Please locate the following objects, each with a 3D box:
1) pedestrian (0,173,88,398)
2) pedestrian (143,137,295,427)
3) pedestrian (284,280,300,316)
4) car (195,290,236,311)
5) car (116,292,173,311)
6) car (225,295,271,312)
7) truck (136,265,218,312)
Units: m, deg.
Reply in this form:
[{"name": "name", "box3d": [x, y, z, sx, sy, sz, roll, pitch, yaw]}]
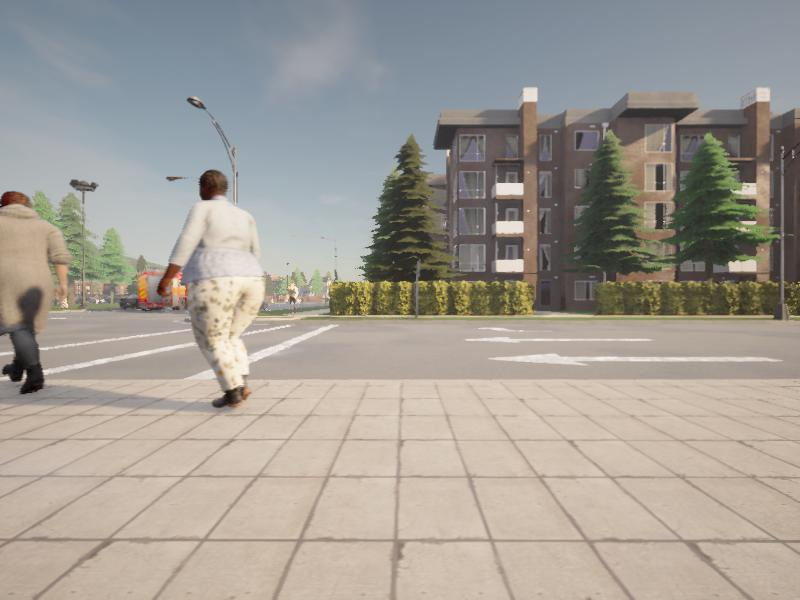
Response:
[{"name": "pedestrian", "box3d": [-3.511, -0.118, 3.709, 0.751, 1.860, 0.751, 0, 0, 31]}, {"name": "pedestrian", "box3d": [-1.353, -0.117, 3.062, 0.751, 1.860, 0.751, 0, 0, 25]}, {"name": "pedestrian", "box3d": [-5.667, -0.120, 21.014, 0.751, 1.860, 0.751, 0, 0, -10]}, {"name": "car", "box3d": [-16.742, 0.034, 36.504, 1.905, 1.878, 3.866, 0, 0, 0]}, {"name": "car", "box3d": [-23.743, 0.155, 37.478, 1.930, 1.638, 5.238, 0, 0, 0]}, {"name": "car", "box3d": [-13.245, 0.285, 35.323, 2.033, 1.411, 5.357, 0, 0, 0]}, {"name": "truck", "box3d": [-20.238, -0.936, 37.142, 2.891, 3.827, 8.468, 0, 0, 0]}]
